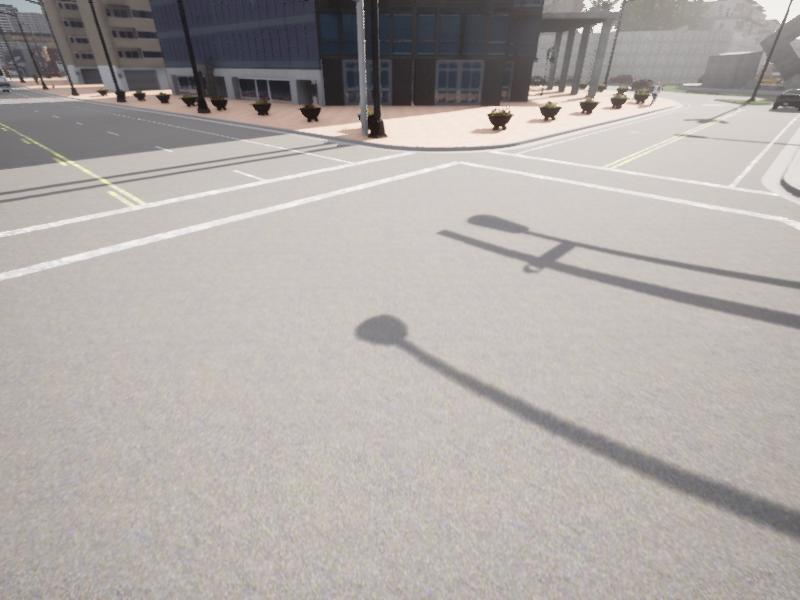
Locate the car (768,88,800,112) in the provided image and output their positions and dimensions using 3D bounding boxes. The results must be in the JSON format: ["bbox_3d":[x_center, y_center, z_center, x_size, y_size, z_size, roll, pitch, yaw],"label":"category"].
[{"bbox_3d":[32.321,-16.324,32.535,4.892,1.490,1.837,-19,36,-30],"label":"car"}]

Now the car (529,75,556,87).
[{"bbox_3d":[24.894,-38.403,70.085,1.851,1.617,3.988,-22,37,-32],"label":"car"}]

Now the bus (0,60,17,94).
[{"bbox_3d":[-63.193,-34.343,61.325,10.273,4.253,3.944,27,40,35],"label":"bus"}]

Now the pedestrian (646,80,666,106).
[{"bbox_3d":[21.191,-17.146,33.160,0.751,1.860,0.751,26,39,36],"label":"pedestrian"}]

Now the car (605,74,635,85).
[{"bbox_3d":[41.923,-42.098,76.238,4.553,1.767,2.097,15,33,23],"label":"car"}]

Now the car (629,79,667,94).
[{"bbox_3d":[34.424,-29.846,55.750,2.152,1.651,5.027,0,30,0],"label":"car"}]
